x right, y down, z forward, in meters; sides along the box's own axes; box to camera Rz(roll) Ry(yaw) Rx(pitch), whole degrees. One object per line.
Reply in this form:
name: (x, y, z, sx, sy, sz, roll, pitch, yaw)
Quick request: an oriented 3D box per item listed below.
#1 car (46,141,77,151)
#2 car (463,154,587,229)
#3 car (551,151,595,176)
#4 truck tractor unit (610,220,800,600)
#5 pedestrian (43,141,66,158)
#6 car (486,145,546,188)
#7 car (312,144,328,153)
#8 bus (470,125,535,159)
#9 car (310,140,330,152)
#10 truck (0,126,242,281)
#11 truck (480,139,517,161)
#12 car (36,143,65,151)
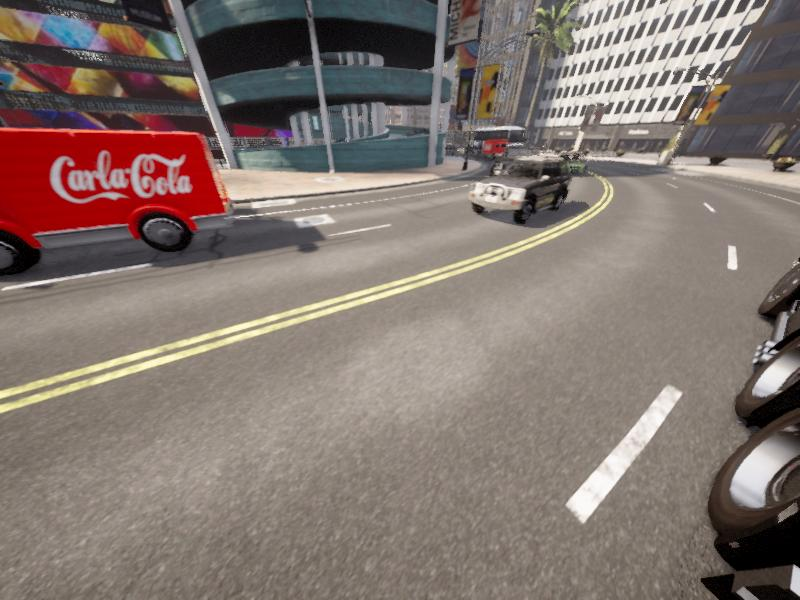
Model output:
car: (-75.679, -34.520, 51.768, 1.932, 1.855, 4.605, -18, 39, -24)
car: (4.678, -4.252, 8.588, 4.605, 1.855, 1.932, -26, 43, -33)
car: (14.810, -11.932, 20.087, 2.007, 1.525, 4.514, 13, 37, 18)
truck tractor unit: (5.040, -0.362, 0.891, 6.516, 4.208, 3.053, -21, 41, -28)
pedestrian: (-45.473, -19.823, 30.435, 0.751, 1.860, 0.751, -24, 41, -31)
car: (7.976, -9.227, 15.662, 2.150, 2.045, 5.566, 21, 40, 27)
car: (-17.231, -32.741, 49.841, 2.007, 1.523, 4.514, -18, 39, -24)
bus: (16.789, -26.920, 39.400, 3.944, 4.253, 10.273, -9, 36, -15)
car: (-17.200, -33.035, 49.577, 2.435, 2.045, 5.566, -18, 39, -24)
truck: (-7.166, -2.456, 5.374, 5.204, 2.467, 2.627, -18, 39, -25)
truck: (14.268, -22.033, 33.895, 2.627, 2.467, 5.204, -3, 34, -4)
car: (-80.924, -35.586, 53.597, 1.837, 1.490, 4.892, -18, 39, -24)
